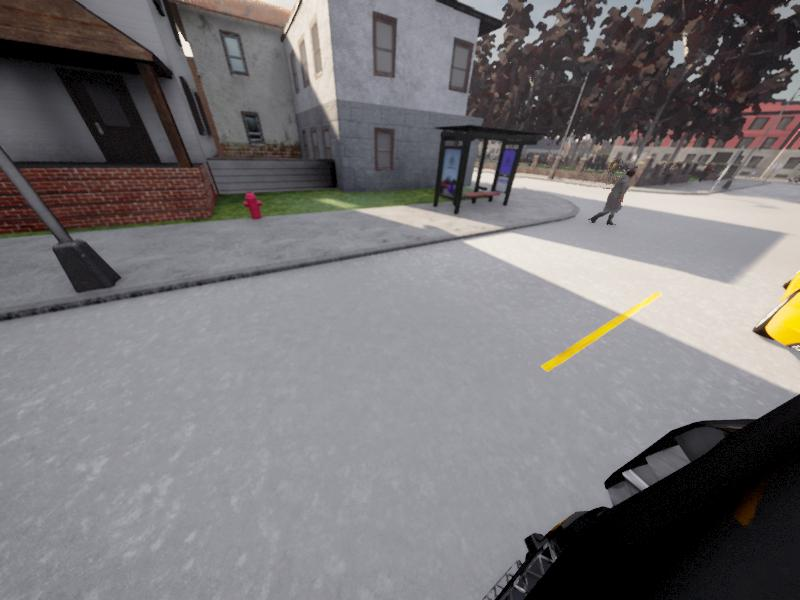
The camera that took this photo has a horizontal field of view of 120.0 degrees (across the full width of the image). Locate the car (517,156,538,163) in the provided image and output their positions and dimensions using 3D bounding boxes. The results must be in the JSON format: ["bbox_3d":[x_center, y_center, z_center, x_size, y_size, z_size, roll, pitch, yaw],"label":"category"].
[{"bbox_3d":[34.868,-38.484,63.407,1.895,1.301,4.718,-16,38,-26],"label":"car"}]

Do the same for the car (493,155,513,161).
[{"bbox_3d":[30.744,-42.618,69.221,2.033,1.411,5.357,-16,38,-26],"label":"car"}]

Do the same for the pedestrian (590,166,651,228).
[{"bbox_3d":[7.704,-3.637,8.204,0.751,1.860,0.751,19,37,22],"label":"pedestrian"}]

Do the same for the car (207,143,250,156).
[{"bbox_3d":[-25.262,-22.277,34.187,4.792,1.488,2.163,-16,38,-26],"label":"car"}]

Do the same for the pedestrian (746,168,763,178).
[{"bbox_3d":[60.092,-21.537,39.170,0.751,1.300,0.751,16,36,18],"label":"pedestrian"}]

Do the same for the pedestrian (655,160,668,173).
[{"bbox_3d":[45.735,-23.381,40.397,0.751,1.860,0.751,-22,41,-32],"label":"pedestrian"}]

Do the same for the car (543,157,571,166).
[{"bbox_3d":[38.955,-34.575,57.533,1.930,1.638,5.238,-16,38,-26],"label":"car"}]

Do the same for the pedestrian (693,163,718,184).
[{"bbox_3d":[32.489,-13.489,24.593,0.751,1.860,0.751,-16,38,-26],"label":"pedestrian"}]

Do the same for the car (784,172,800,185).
[{"bbox_3d":[60.354,-17.744,33.883,1.789,1.549,3.705,-16,38,-26],"label":"car"}]

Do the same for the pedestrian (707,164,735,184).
[{"bbox_3d":[34.194,-13.422,24.615,0.751,1.860,0.751,-12,36,-20],"label":"pedestrian"}]

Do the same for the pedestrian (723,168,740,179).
[{"bbox_3d":[49.321,-18.847,34.357,0.751,1.300,0.751,-14,37,-23],"label":"pedestrian"}]

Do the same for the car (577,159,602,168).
[{"bbox_3d":[42.720,-30.808,52.217,1.845,1.501,3.633,-16,38,-26],"label":"car"}]

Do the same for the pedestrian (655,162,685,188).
[{"bbox_3d":[22.680,-10.530,19.445,0.751,1.860,0.751,-18,39,-28],"label":"pedestrian"}]

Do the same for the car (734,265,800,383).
[{"bbox_3d":[7.195,-0.054,3.125,5.008,1.535,1.882,-16,38,-26],"label":"car"}]

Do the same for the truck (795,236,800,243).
[{"bbox_3d":[16.790,-3.042,7.796,6.274,2.098,2.390,-16,38,-26],"label":"truck"}]

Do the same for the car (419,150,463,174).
[{"bbox_3d":[4.249,-14.732,24.634,1.932,1.855,4.605,-16,38,-26],"label":"car"}]

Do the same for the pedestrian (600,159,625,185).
[{"bbox_3d":[18.091,-10.917,19.695,0.751,1.860,0.751,-26,43,-36],"label":"pedestrian"}]

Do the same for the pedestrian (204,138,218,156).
[{"bbox_3d":[-24.114,-19.502,29.531,0.751,1.860,0.751,-16,38,-25],"label":"pedestrian"}]

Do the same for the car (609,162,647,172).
[{"bbox_3d":[46.342,-27.161,47.118,2.128,1.511,4.902,-16,38,-26],"label":"car"}]
